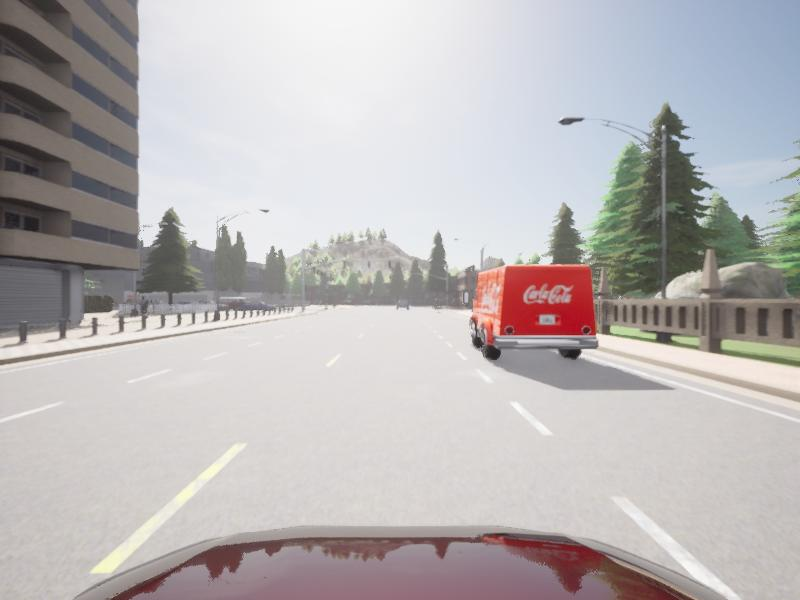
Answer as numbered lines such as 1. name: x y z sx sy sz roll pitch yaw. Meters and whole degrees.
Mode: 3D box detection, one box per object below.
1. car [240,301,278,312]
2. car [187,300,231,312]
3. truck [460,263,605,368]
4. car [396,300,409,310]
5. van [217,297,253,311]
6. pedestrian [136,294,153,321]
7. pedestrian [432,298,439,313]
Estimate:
1. car: -19.343 0.892 54.947 4.674 1.442 1.812 0 0 1
2. car: -26.143 0.803 54.999 5.027 1.651 2.152 0 0 0
3. truck: 3.505 0.362 12.029 2.627 2.467 5.204 0 0 0
4. car: 0.470 0.810 69.250 2.152 1.651 5.027 0 0 0
5. van: -24.079 0.595 58.494 4.480 2.038 2.069 0 0 0
6. pedestrian: -17.777 0.493 27.819 0.751 1.860 0.751 0 0 -8
7. pedestrian: 4.490 0.658 50.360 0.751 1.860 0.751 0 0 1
